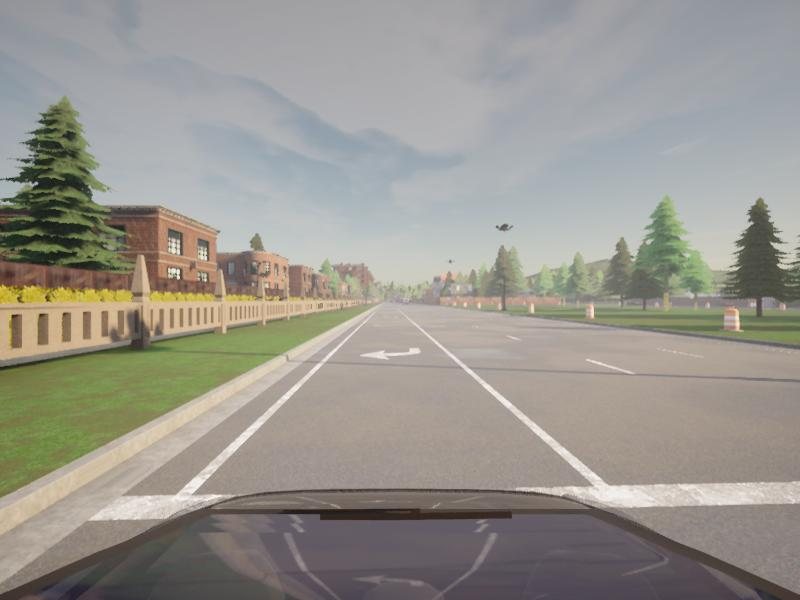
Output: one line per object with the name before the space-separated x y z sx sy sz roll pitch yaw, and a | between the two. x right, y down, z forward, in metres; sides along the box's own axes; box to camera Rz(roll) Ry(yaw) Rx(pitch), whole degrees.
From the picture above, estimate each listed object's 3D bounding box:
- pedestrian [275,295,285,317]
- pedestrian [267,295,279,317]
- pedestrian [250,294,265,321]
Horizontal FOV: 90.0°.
pedestrian | -10.248 0.507 34.298 0.751 1.860 0.751 0 0 -10
pedestrian | -10.951 0.508 34.532 0.751 1.860 0.751 0 0 -3
pedestrian | -9.843 0.503 27.663 0.751 1.860 0.751 0 0 0
